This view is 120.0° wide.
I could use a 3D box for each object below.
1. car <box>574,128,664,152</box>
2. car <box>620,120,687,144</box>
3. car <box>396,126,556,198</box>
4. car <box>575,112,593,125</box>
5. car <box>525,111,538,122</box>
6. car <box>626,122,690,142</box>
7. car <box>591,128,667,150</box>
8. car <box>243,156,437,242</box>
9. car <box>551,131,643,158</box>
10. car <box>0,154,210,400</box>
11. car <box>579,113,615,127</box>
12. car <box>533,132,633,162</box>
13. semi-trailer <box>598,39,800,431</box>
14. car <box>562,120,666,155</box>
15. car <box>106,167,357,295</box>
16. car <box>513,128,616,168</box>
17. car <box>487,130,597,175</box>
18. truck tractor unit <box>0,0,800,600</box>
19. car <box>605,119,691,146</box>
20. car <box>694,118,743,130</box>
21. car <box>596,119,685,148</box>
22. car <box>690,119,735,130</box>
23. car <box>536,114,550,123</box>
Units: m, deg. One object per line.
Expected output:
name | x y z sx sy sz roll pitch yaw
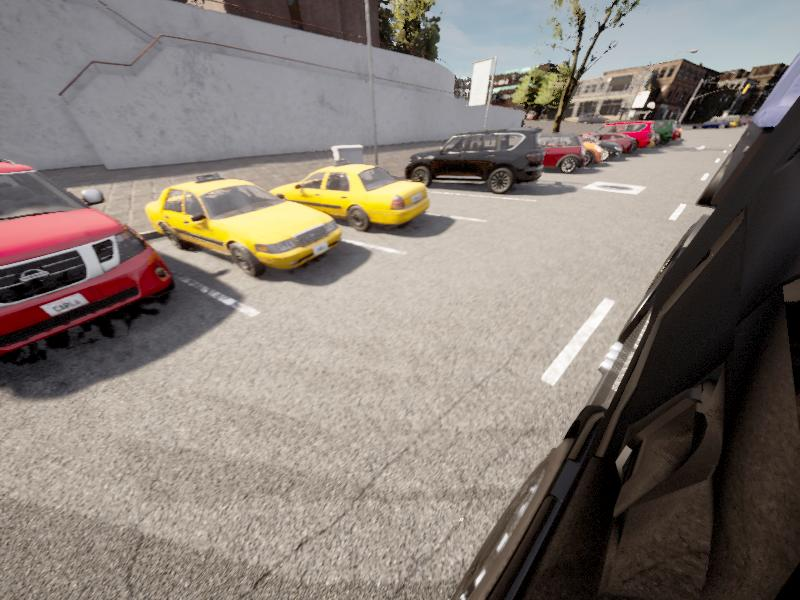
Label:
car | 18.876 -14.089 20.396 5.366 1.575 1.946 17 41 25
car | 28.393 -18.973 26.145 4.442 1.987 1.878 17 40 26
car | 2.898 -5.819 9.637 5.566 2.045 2.435 17 41 25
car | 41.341 -40.793 52.090 2.435 2.045 5.566 23 42 22
car | 33.601 -46.899 58.986 1.878 1.987 4.442 23 42 21
car | 30.660 -20.094 27.720 4.553 1.767 2.185 18 41 26
car | 21.348 -15.201 21.844 4.674 1.452 2.002 17 41 25
car | -1.823 -3.238 6.853 5.366 1.575 1.946 17 41 25
car | 14.408 -11.620 17.330 4.792 1.488 2.163 17 41 25
car | -6.241 -0.956 3.629 5.566 2.045 2.435 17 40 25
car | 37.899 -34.803 44.624 1.932 1.855 4.605 -26 48 -31
car | 12.131 -10.439 15.803 4.892 1.521 2.231 17 40 25
semi-trailer | 8.702 -3.576 4.262 14.254 4.402 2.717 -28 43 -30
car | 16.699 -13.048 18.675 5.566 2.045 2.435 17 41 25
car | -3.796 -1.929 5.201 5.366 1.575 1.946 17 40 25
car | 9.804 -9.345 14.233 4.553 1.767 2.185 17 40 25
car | 7.556 -8.120 12.695 4.553 1.767 2.185 17 41 25
truck tractor unit | 2.645 -0.295 0.351 6.516 4.208 3.053 -28 44 -30
car | 25.992 -17.828 24.675 5.566 2.045 2.435 17 40 26
car | 63.713 -35.313 46.385 5.366 1.575 1.946 21 42 29
car | 23.621 -16.644 23.193 5.566 2.045 2.435 17 41 25
car | 61.009 -34.359 45.313 4.792 1.488 2.163 21 42 29
car | 35.555 -45.231 57.460 2.231 1.521 4.892 23 42 22
